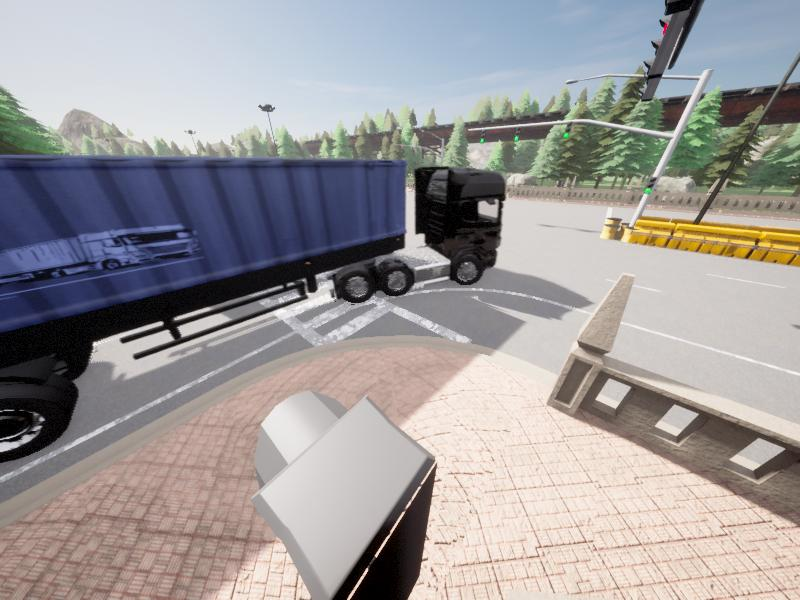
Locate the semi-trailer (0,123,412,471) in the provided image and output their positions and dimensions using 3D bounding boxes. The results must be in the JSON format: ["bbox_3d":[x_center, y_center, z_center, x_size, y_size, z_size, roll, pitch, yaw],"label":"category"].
[{"bbox_3d":[-5.789,-0.375,4.228,14.254,4.402,2.717,-25,38,-36],"label":"semi-trailer"}]

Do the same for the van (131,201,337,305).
[{"bbox_3d":[-6.143,-2.512,9.928,2.351,2.431,6.366,20,36,31],"label":"van"}]

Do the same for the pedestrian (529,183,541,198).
[{"bbox_3d":[18.939,-15.378,32.427,0.751,1.860,0.751,23,37,34],"label":"pedestrian"}]

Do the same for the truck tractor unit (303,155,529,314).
[{"bbox_3d":[0.389,-2.666,8.403,6.516,4.208,3.053,-10,31,-17],"label":"truck tractor unit"}]
